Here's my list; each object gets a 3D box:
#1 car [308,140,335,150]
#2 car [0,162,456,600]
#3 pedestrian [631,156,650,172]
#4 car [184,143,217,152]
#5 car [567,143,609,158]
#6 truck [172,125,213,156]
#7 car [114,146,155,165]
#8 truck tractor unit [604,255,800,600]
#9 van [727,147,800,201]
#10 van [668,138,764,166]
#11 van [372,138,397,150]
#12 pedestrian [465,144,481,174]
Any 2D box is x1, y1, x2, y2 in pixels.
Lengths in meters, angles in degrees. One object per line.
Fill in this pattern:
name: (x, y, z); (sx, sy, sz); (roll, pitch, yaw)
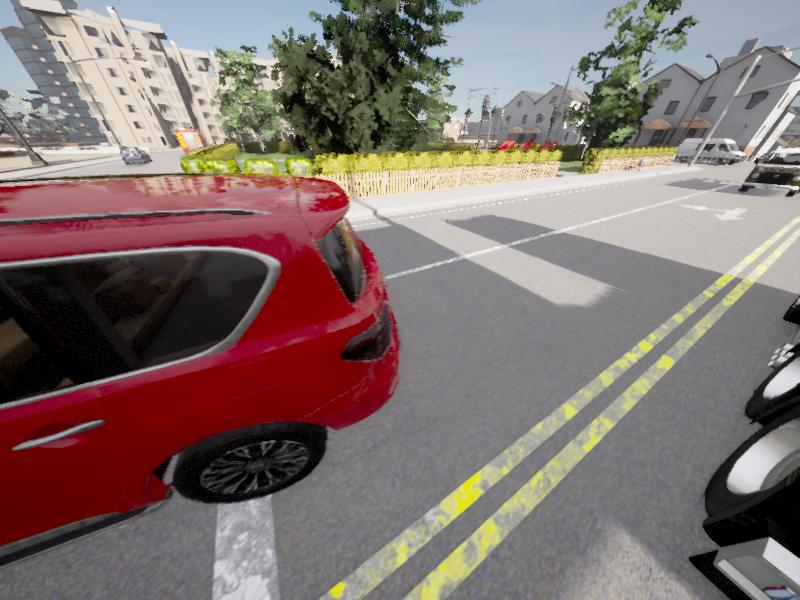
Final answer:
car: (-18.955, -37.436, 55.853); (5.566, 2.045, 2.150); (-17, 38, -24)
car: (-2.748, 0.404, 1.604); (5.566, 2.045, 2.150); (-12, 37, -17)
pedestrian: (19.482, -11.003, 18.702); (0.500, 1.100, 0.500); (-16, 38, -21)
car: (-42.120, -32.261, 48.885); (4.792, 1.488, 2.163); (-18, 39, -23)
car: (30.621, -24.529, 37.856); (1.932, 1.855, 4.605); (-18, 38, -24)
truck: (-34.795, -26.976, 39.146); (2.891, 3.827, 8.468); (-17, 38, -23)
car: (-28.408, -15.610, 24.851); (1.789, 1.549, 3.705); (-20, 40, -26)
truck tractor unit: (5.091, -0.322, 0.802); (6.516, 4.208, 3.053); (-19, 39, -25)
van: (19.782, -6.578, 11.827); (4.480, 2.038, 2.069); (-18, 39, -24)
van: (36.786, -17.542, 27.285); (1.988, 2.561, 5.915); (-9, 36, -15)
van: (-4.059, -42.184, 62.472); (6.366, 2.431, 2.351); (-17, 38, -24)
pedestrian: (5.409, -10.510, 17.220); (0.751, 1.860, 0.751); (2, 35, 3)
